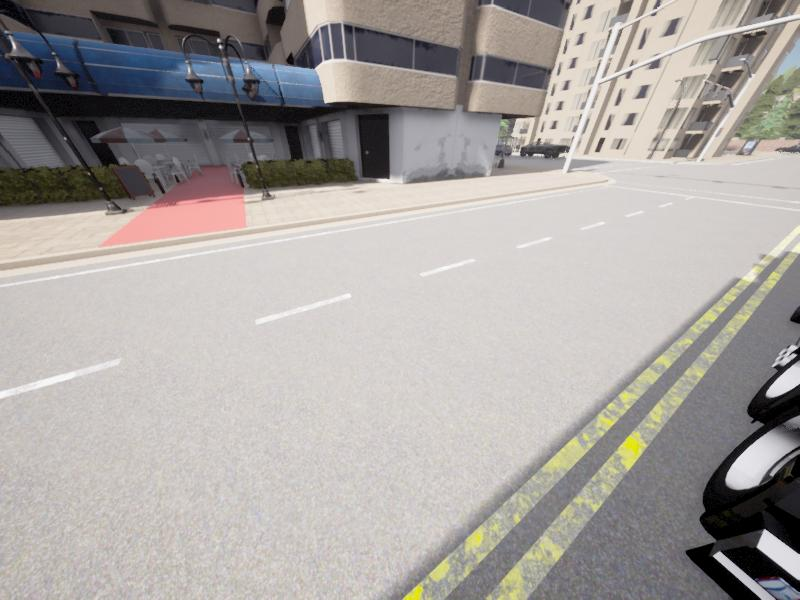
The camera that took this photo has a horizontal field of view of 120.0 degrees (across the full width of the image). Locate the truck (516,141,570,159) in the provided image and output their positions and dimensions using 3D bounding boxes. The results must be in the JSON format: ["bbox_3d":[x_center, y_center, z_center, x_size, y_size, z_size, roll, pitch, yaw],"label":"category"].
[{"bbox_3d":[21.507,-22.888,35.176,2.390,2.098,6.274,-18,39,-25],"label":"truck"}]

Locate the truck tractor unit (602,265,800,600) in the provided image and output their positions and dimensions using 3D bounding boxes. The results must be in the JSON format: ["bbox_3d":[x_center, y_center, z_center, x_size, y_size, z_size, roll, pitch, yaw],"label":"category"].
[{"bbox_3d":[5.111,-0.301,0.781,6.516,4.208,3.053,-18,39,-24],"label":"truck tractor unit"}]
